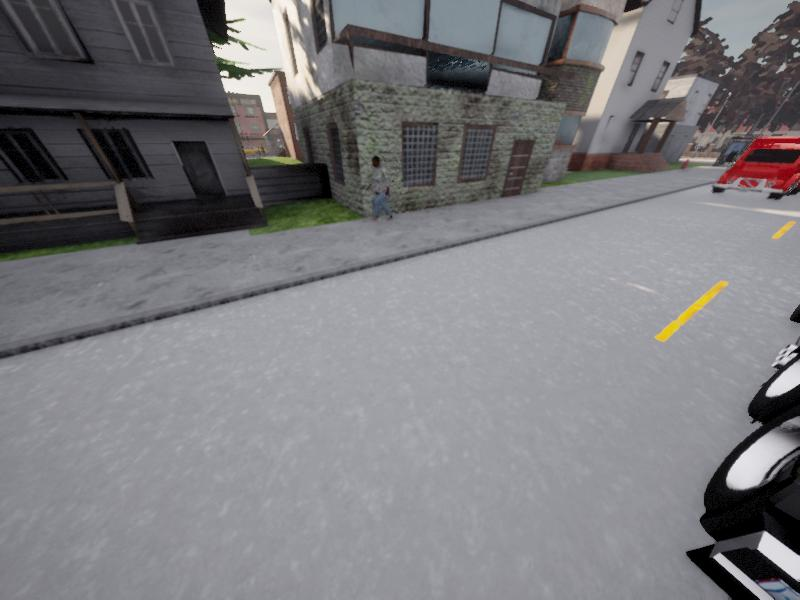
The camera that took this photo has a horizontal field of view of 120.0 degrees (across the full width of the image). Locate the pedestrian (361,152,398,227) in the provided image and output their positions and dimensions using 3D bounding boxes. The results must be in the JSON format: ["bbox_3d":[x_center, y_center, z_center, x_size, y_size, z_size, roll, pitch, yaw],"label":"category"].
[{"bbox_3d":[-0.586,-3.270,6.879,0.751,1.860,0.751,-18,39,-24],"label":"pedestrian"}]

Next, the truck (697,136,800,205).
[{"bbox_3d":[18.283,-6.535,11.360,5.204,2.467,2.627,-18,39,-24],"label":"truck"}]

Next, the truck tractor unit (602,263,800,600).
[{"bbox_3d":[5.103,-0.309,0.780,6.516,4.208,3.053,-19,39,-24],"label":"truck tractor unit"}]
